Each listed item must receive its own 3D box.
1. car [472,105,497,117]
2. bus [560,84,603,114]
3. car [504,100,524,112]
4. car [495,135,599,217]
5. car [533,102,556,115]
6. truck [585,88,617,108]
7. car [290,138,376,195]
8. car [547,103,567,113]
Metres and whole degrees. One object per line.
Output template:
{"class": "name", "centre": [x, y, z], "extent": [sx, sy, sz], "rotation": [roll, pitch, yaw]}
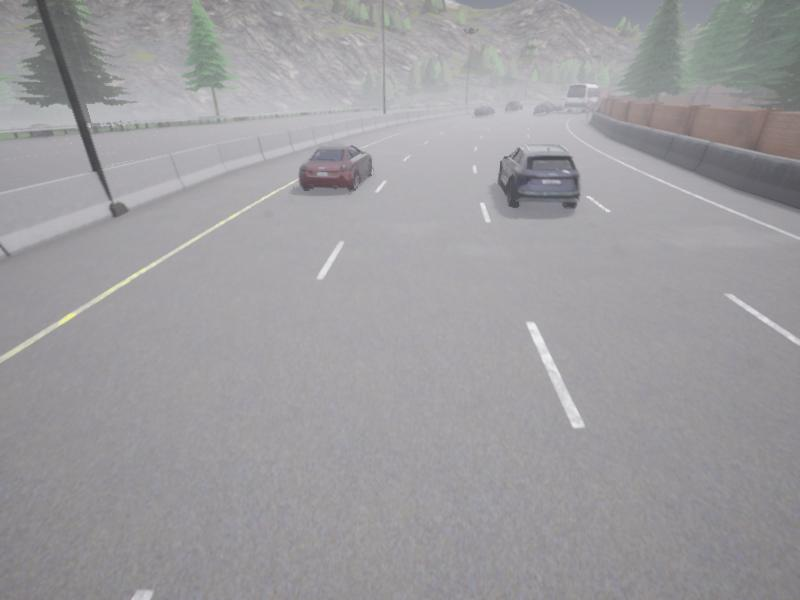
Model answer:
{"class": "car", "centre": [12.463, -27.778, 58.724], "extent": [2.033, 1.411, 5.357], "rotation": [13, 30, 24]}
{"class": "bus", "centre": [30.979, -34.395, 68.222], "extent": [3.944, 4.253, 10.273], "rotation": [17, 32, 30]}
{"class": "car", "centre": [20.368, -34.576, 71.274], "extent": [1.932, 1.855, 4.605], "rotation": [16, 31, 30]}
{"class": "car", "centre": [4.356, -4.141, 12.783], "extent": [2.033, 1.649, 4.856], "rotation": [2, 27, 7]}
{"class": "car", "centre": [22.298, -29.539, 61.783], "extent": [2.152, 1.651, 5.027], "rotation": [14, 31, 26]}
{"class": "truck", "centre": [44.055, -44.260, 87.654], "extent": [2.891, 3.827, 8.468], "rotation": [24, 36, 39]}
{"class": "car", "centre": [-2.301, -5.139, 15.067], "extent": [1.994, 1.385, 4.181], "rotation": [3, 28, 7]}
{"class": "car", "centre": [27.271, -33.320, 69.406], "extent": [1.895, 1.301, 4.718], "rotation": [16, 31, 29]}
